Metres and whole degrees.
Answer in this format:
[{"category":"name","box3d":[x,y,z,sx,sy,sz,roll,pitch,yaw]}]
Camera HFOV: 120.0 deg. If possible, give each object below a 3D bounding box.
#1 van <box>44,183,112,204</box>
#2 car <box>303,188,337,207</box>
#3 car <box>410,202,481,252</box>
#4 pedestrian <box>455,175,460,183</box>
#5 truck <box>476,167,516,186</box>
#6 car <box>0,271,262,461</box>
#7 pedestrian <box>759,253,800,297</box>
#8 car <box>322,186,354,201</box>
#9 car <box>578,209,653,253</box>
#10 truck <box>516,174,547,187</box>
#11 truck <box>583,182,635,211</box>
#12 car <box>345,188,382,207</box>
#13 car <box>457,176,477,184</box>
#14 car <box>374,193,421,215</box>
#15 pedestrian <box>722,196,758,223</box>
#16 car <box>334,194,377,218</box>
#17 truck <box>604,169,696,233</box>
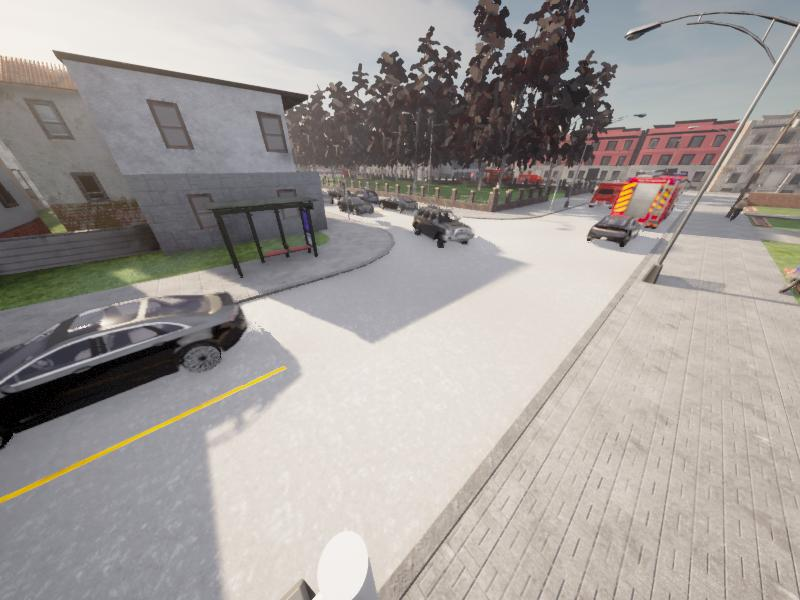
[{"category":"van","box3d":[-41.448,-13.876,29.995,4.480,2.038,2.069,-23,37,-34]},{"category":"car","box3d":[-9.833,-12.604,28.210,2.033,1.649,4.856,-23,37,-34]},{"category":"car","box3d":[2.492,-4.646,14.171,1.932,1.855,4.605,-11,32,-20]},{"category":"pedestrian","box3d":[15.499,-32.319,61.867,0.751,1.860,0.751,-23,37,-34]},{"category":"truck","box3d":[24.243,-31.576,58.872,2.891,3.827,8.468,-23,37,-34]},{"category":"car","box3d":[-5.973,1.049,4.678,4.902,1.511,2.128,-23,37,-34]},{"category":"pedestrian","box3d":[13.684,-0.858,7.934,0.751,1.300,0.751,-3,30,-5]},{"category":"car","box3d":[-8.861,-15.242,32.895,2.128,1.511,4.902,-25,38,-36]},{"category":"car","box3d":[13.151,-4.365,14.052,4.902,1.511,2.128,-23,37,-34]},{"category":"truck","box3d":[30.128,-27.479,53.131,2.627,2.467,5.204,-23,37,-34]},{"category":"truck","box3d":[23.164,-11.588,25.608,5.204,2.467,2.627,-23,37,-34]},{"category":"car","box3d":[-4.501,-12.646,28.282,2.033,1.649,4.856,-24,38,-35]},{"category":"car","box3d":[18.768,-33.892,65.087,2.152,1.651,5.027,-23,37,-34]},{"category":"car","box3d":[-0.326,-9.955,23.738,2.128,1.511,4.902,-23,37,-34]},{"category":"pedestrian","box3d":[26.743,-7.115,18.212,0.751,1.860,0.751,21,36,32]},{"category":"car","box3d":[-4.417,-9.302,22.622,1.837,1.490,4.892,-23,37,-34]},{"category":"truck","box3d":[20.204,-8.317,18.589,8.468,3.827,2.891,-23,37,-34]}]
